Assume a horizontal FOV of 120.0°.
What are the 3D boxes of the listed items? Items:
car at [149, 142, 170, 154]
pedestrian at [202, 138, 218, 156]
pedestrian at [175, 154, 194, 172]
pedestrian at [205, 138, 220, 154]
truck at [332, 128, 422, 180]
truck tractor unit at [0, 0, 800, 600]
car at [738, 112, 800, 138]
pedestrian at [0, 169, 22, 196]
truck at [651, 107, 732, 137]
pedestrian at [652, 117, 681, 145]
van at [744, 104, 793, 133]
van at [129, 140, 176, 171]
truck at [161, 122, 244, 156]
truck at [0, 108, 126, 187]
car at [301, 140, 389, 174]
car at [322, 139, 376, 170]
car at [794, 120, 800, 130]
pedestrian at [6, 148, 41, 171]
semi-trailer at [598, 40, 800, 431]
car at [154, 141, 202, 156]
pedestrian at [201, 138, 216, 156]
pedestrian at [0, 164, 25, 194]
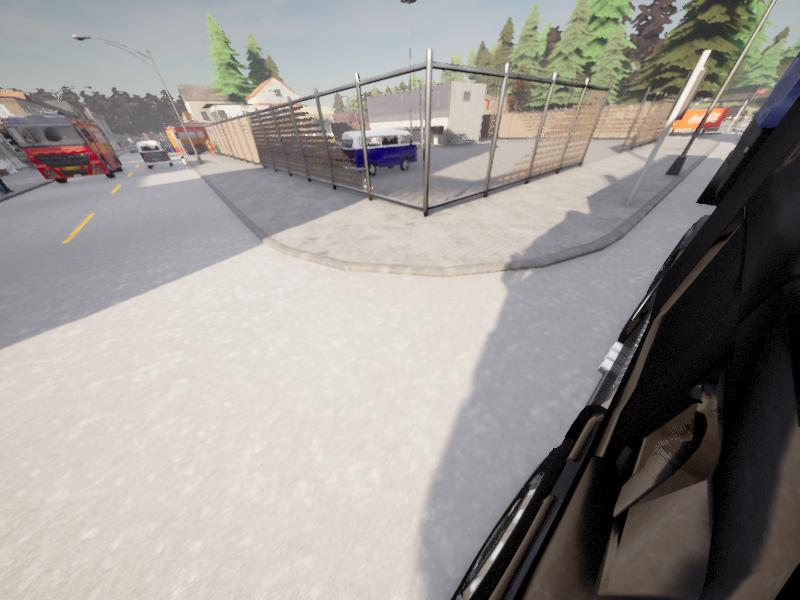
[{"bbox_3d":[-46.618,-29.565,44.882,2.242,1.667,4.611,-28,44,-30],"label":"car"},{"bbox_3d":[-23.800,-19.166,28.978,0.751,1.860,0.751,-29,44,-31],"label":"pedestrian"},{"bbox_3d":[-16.727,-10.645,17.960,0.500,1.100,0.500,10,39,16],"label":"pedestrian"},{"bbox_3d":[-26.271,-21.574,32.348,0.751,1.860,0.751,27,46,33],"label":"pedestrian"},{"bbox_3d":[-1.126,-8.330,13.025,4.478,2.038,2.069,-28,44,-30],"label":"truck"},{"bbox_3d":[2.645,-0.295,0.351,6.516,4.208,3.053,-28,44,-30],"label":"truck tractor unit"},{"bbox_3d":[36.744,-16.616,21.927,4.605,1.855,1.932,12,41,19],"label":"car"},{"bbox_3d":[-20.947,-6.367,11.708,0.751,1.860,0.751,-16,39,-17],"label":"pedestrian"},{"bbox_3d":[33.875,-20.749,27.102,2.627,2.467,5.204,-30,43,-31],"label":"truck"},{"bbox_3d":[21.938,-13.902,19.032,0.751,1.860,0.751,-28,44,-30],"label":"pedestrian"},{"bbox_3d":[44.161,-21.797,27.823,5.915,2.561,1.988,-28,44,-30],"label":"van"},{"bbox_3d":[-22.561,-13.377,21.233,2.069,2.038,4.480,-28,44,-30],"label":"van"},{"bbox_3d":[-29.534,-24.649,35.236,2.891,3.827,8.468,16,41,24],"label":"truck"},{"bbox_3d":[-23.655,-11.077,16.742,2.891,3.827,8.468,-28,44,-30],"label":"truck"},{"bbox_3d":[-3.532,-9.889,15.780,5.357,1.415,2.033,-28,44,-30],"label":"car"},{"bbox_3d":[-3.558,-10.112,15.959,1.789,1.547,3.705,-28,44,-30],"label":"car"},{"bbox_3d":[52.245,-22.536,29.170,4.892,1.490,1.837,-29,44,-30],"label":"car"},{"bbox_3d":[-36.137,-13.530,22.234,0.751,1.860,0.751,-26,43,-28],"label":"pedestrian"},{"bbox_3d":[8.693,-3.612,4.229,14.254,4.402,2.717,-28,44,-30],"label":"semi-trailer"},{"bbox_3d":[-35.813,-24.594,37.396,5.027,1.651,2.152,-13,38,-13],"label":"car"},{"bbox_3d":[-24.702,-19.745,29.808,0.751,1.860,0.751,-30,45,-32],"label":"pedestrian"},{"bbox_3d":[-21.396,-6.617,12.071,0.751,1.860,0.751,-12,38,-12],"label":"pedestrian"}]
